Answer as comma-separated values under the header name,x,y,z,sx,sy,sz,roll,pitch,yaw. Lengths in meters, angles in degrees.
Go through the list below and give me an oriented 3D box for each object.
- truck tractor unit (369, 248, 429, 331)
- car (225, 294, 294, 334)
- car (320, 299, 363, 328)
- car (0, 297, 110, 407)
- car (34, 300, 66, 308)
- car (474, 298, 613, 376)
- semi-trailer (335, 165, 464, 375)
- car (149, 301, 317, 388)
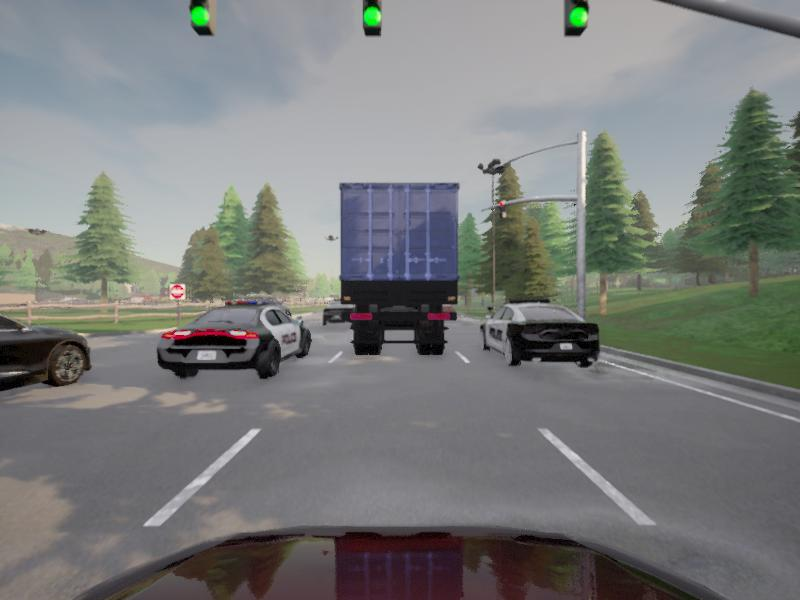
name,x,y,z,sx,sy,sz,roll,pitch,yaw
truck tractor unit,-0.056,-0.543,23.447,3.053,4.208,6.516,0,0,0
car,-7.050,0.637,20.629,1.932,1.855,4.605,0,0,0
car,-3.564,0.751,25.227,1.930,1.638,5.238,0,0,0
car,-7.008,0.772,5.841,2.033,1.649,4.856,0,0,0
car,-68.294,0.793,78.209,2.163,1.488,4.792,0,0,0
car,3.478,0.762,10.973,1.930,1.638,5.238,0,0,0
semi-trailer,-0.033,-0.631,15.531,2.717,4.402,14.254,0,0,0
car,-3.517,0.814,9.678,2.038,1.542,4.974,0,0,-1
